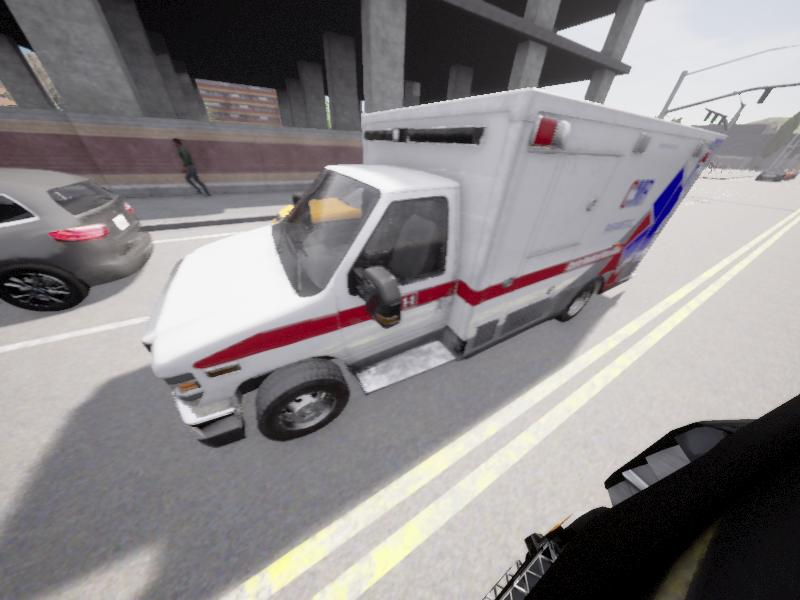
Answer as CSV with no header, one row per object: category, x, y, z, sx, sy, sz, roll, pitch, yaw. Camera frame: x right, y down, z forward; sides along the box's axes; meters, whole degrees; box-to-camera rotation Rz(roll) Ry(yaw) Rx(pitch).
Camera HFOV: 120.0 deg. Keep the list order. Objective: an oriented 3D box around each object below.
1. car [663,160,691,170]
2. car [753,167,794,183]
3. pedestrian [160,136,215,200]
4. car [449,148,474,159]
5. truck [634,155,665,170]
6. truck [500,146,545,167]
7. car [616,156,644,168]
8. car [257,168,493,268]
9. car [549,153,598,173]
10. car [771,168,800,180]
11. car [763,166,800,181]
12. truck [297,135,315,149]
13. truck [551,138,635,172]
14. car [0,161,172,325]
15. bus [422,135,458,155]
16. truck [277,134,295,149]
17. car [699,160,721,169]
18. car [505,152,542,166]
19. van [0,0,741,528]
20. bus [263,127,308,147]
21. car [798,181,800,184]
car,58.698,-28.673,48.954,4.611,1.667,2.242,-16,38,-26
car,52.103,-17.542,32.253,4.856,1.649,2.033,-16,39,-26
pedestrian,-7.398,-4.634,8.149,0.751,1.860,0.751,-16,38,-26
car,13.439,-32.272,50.868,1.930,1.638,5.238,-16,39,-26
truck,45.663,-25.161,42.309,4.478,2.038,2.069,-16,38,-26
truck,19.285,-22.837,36.681,2.627,2.467,5.204,-16,39,-26
car,44.164,-26.529,44.378,4.605,1.855,1.932,-16,38,-26
car,-0.367,-2.424,5.998,5.366,1.575,1.801,-16,39,-26
car,23.282,-18.560,31.221,1.932,1.855,4.605,-16,39,-26
car,65.500,-21.338,39.004,4.792,1.488,2.163,-16,39,-26
car,58.886,-19.560,35.601,4.553,1.767,2.097,-16,39,-26
truck,-21.840,-36.567,53.562,2.615,2.467,5.204,-16,38,-26
truck,28.570,-21.983,34.930,2.891,3.827,8.468,-16,39,-26
car,-6.497,-0.696,2.902,4.611,1.667,2.242,-16,39,-26
bus,10.907,-43.658,65.110,3.944,4.253,10.273,-16,39,-26
truck,-25.579,-35.498,51.700,2.615,2.467,5.204,-16,38,-26
car,79.387,-34.728,59.158,4.605,1.855,1.932,-16,38,-26
car,21.232,-24.439,39.929,1.930,1.638,5.238,-16,39,-26
van,0.930,-0.874,3.061,6.366,2.431,2.351,-16,39,-26
bus,-32.465,-46.368,65.871,10.273,4.253,3.944,-16,38,-26
car,55.200,-16.104,30.507,3.806,1.475,1.970,-16,39,-26
